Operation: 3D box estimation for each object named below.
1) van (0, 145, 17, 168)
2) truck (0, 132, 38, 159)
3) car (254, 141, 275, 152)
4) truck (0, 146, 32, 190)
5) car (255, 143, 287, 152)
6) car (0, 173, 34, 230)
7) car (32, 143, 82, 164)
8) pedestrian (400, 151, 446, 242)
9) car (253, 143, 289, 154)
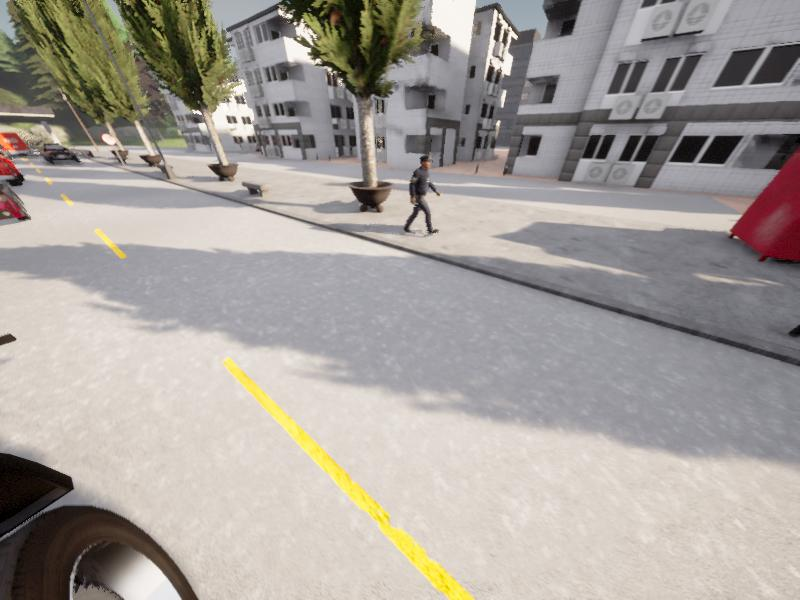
[{"bbox_3d":[-35.668,-12.912,19.710,5.915,2.561,1.988,23,41,28],"label":"van"},{"bbox_3d":[-47.298,-17.805,26.610,5.204,2.467,2.627,-3,34,-5],"label":"truck"},{"bbox_3d":[-24.192,-27.475,41.223,1.845,1.501,3.633,-28,44,-34],"label":"car"},{"bbox_3d":[-22.183,-7.176,11.766,5.204,2.467,2.627,22,41,29],"label":"truck"},{"bbox_3d":[-22.165,-26.285,39.702,4.536,1.218,1.853,-14,38,-20],"label":"car"},{"bbox_3d":[-13.557,-3.135,7.051,4.181,1.385,1.994,23,41,28],"label":"car"},{"bbox_3d":[-34.338,-14.701,23.123,4.974,1.542,2.038,22,41,28],"label":"car"},{"bbox_3d":[0.525,-2.508,5.627,0.751,1.860,0.751,18,39,23],"label":"pedestrian"},{"bbox_3d":[-22.119,-26.169,39.811,4.974,1.542,2.038,-14,38,-20],"label":"car"}]
